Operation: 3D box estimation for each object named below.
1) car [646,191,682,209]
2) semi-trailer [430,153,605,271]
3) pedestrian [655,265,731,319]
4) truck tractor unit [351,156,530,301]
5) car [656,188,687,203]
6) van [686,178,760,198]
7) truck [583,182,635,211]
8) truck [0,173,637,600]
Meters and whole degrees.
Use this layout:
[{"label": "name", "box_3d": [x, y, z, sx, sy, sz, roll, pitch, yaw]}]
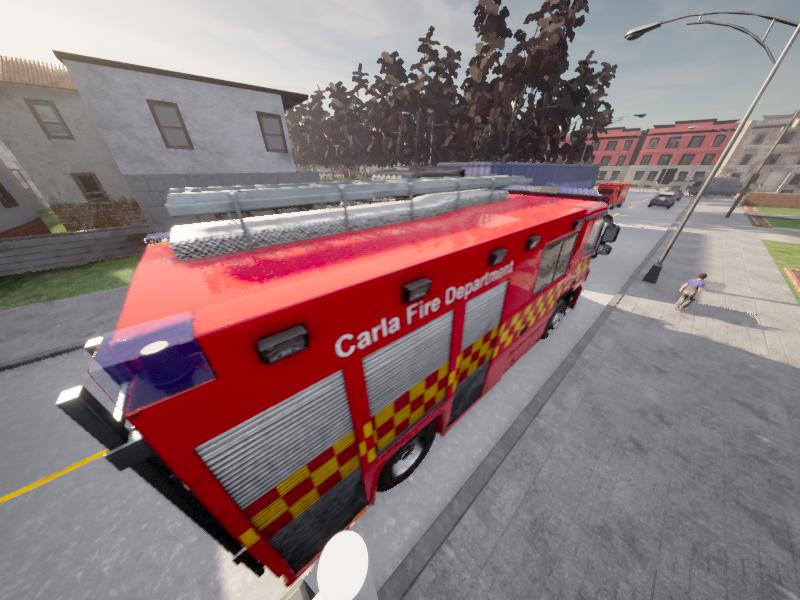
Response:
[{"label": "car", "box_3d": [30.485, -11.616, 26.648, 3.806, 1.475, 1.970, -23, 37, -34]}, {"label": "semi-trailer", "box_3d": [7.875, -6.021, 14.017, 14.254, 4.402, 2.717, -23, 37, -34]}, {"label": "pedestrian", "box_3d": [8.660, -0.260, 6.899, 0.751, 1.300, 0.751, -11, 32, -18]}, {"label": "truck tractor unit", "box_3d": [1.813, -3.395, 9.660, 6.516, 4.208, 3.053, -22, 37, -34]}, {"label": "car", "box_3d": [36.741, -14.187, 31.210, 4.181, 1.385, 1.994, -23, 37, -34]}, {"label": "van", "box_3d": [48.308, -16.918, 34.774, 5.915, 2.561, 1.988, 9, 27, 15]}, {"label": "truck", "box_3d": [23.164, -11.589, 25.607, 5.204, 2.467, 2.627, -23, 37, -34]}, {"label": "truck", "box_3d": [1.115, -0.314, 4.729, 8.468, 3.827, 2.891, -23, 37, -34]}]
